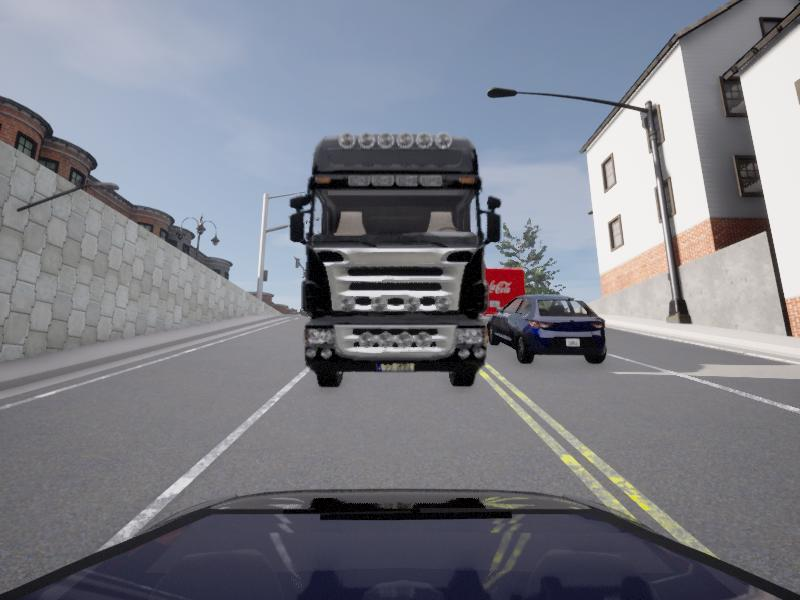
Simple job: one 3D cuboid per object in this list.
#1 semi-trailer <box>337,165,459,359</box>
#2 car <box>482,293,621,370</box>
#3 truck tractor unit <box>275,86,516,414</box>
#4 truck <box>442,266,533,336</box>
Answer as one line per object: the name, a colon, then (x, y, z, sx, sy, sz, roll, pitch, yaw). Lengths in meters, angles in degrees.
semi-trailer: (-0.081, -1.058, 16.340, 2.717, 4.402, 14.254, 1, 2, 0)
car: (3.421, 0.592, 9.995, 1.816, 1.474, 4.193, 1, 1, 0)
truck tractor unit: (-0.070, -0.728, 8.415, 3.053, 4.208, 6.516, 0, 2, 0)
truck: (3.408, -0.042, 16.982, 2.627, 2.467, 5.204, 1, 2, 0)
